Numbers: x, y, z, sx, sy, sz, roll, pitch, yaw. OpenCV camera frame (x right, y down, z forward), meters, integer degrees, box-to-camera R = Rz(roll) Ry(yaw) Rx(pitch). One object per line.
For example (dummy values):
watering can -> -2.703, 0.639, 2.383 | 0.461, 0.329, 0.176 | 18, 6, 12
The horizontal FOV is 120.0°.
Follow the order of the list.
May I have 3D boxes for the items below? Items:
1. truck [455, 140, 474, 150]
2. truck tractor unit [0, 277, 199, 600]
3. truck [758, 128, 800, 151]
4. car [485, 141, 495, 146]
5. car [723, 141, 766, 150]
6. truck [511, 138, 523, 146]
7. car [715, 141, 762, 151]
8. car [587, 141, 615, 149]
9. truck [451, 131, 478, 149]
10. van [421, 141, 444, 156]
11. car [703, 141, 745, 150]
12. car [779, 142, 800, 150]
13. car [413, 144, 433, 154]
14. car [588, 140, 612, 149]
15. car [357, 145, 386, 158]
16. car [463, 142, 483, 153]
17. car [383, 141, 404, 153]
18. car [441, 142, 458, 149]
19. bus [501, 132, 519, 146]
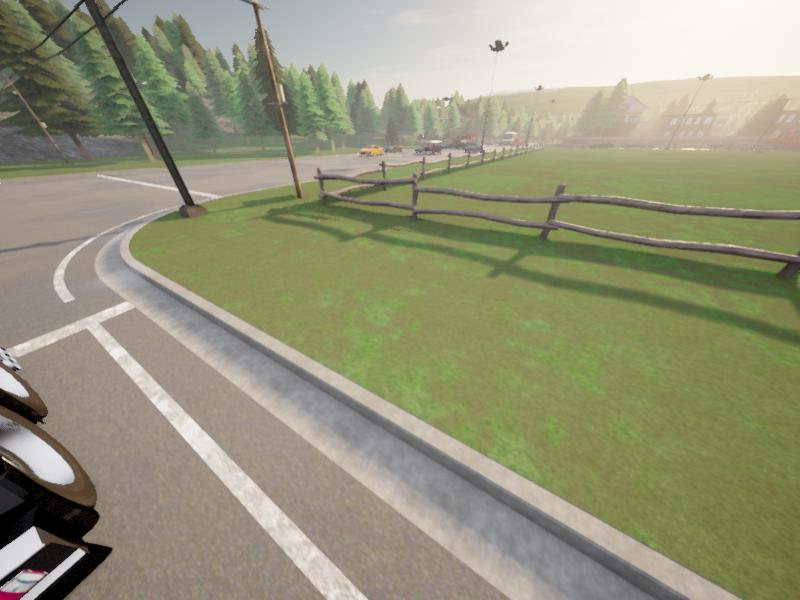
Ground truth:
truck -> 16.609, -40.007, 59.430 | 2.390, 2.098, 6.274 | 22, 40, 28
truck tractor unit -> -5.137, -0.274, 0.749 | 6.516, 4.208, 3.053 | 17, 39, 23
truck -> 82.258, -32.985, 47.367 | 8.468, 3.827, 2.891 | 19, 39, 25
car -> 35.580, -61.902, 91.371 | 2.152, 1.651, 5.027 | 19, 39, 25
car -> 78.892, -35.496, 53.002 | 5.008, 1.535, 1.882 | 19, 39, 25
truck -> 42.238, -57.075, 83.406 | 2.627, 2.467, 5.204 | 19, 39, 25
car -> 72.369, -33.033, 49.511 | 5.366, 1.575, 1.801 | 19, 39, 25
car -> 51.721, -39.998, 59.566 | 5.238, 1.638, 1.930 | 19, 39, 25
truck -> 18.152, -44.706, 64.648 | 2.891, 3.827, 8.468 | 28, 44, 34
van -> 5.525, -25.751, 39.117 | 2.069, 2.038, 4.480 | 19, 39, 25
car -> 73.323, -35.037, 52.384 | 5.008, 1.535, 1.882 | 19, 39, 25
car -> 86.274, -32.983, 49.424 | 4.902, 1.511, 2.128 | 19, 39, 25
car -> 4.323, -28.253, 43.206 | 1.816, 1.474, 4.193 | 19, 39, 25
car -> 49.442, -38.530, 57.277 | 3.866, 1.878, 1.905 | 19, 39, 25
car -> -4.468, -23.776, 36.793 | 1.882, 1.535, 5.008 | 19, 39, 25
car -> 14.449, -30.225, 45.793 | 2.242, 1.667, 4.611 | 19, 39, 25
car -> -1.269, -30.853, 46.624 | 1.932, 1.855, 4.605 | 19, 39, 25
car -> 14.077, -44.160, 66.075 | 2.152, 1.651, 5.027 | 28, 44, 34
bus -> 41.927, -61.263, 87.854 | 3.944, 4.253, 10.273 | 19, 39, 25
